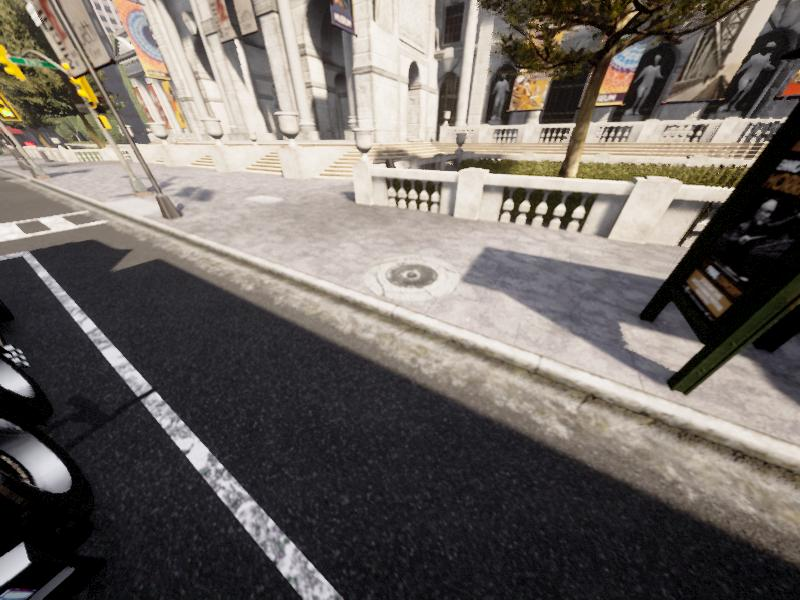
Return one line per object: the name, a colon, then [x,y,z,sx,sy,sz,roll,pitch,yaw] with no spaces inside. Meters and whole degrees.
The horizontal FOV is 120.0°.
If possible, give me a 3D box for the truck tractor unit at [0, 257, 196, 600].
truck tractor unit: [-5.099,-0.313,0.792,6.516,4.208,3.053,19,39,25]
